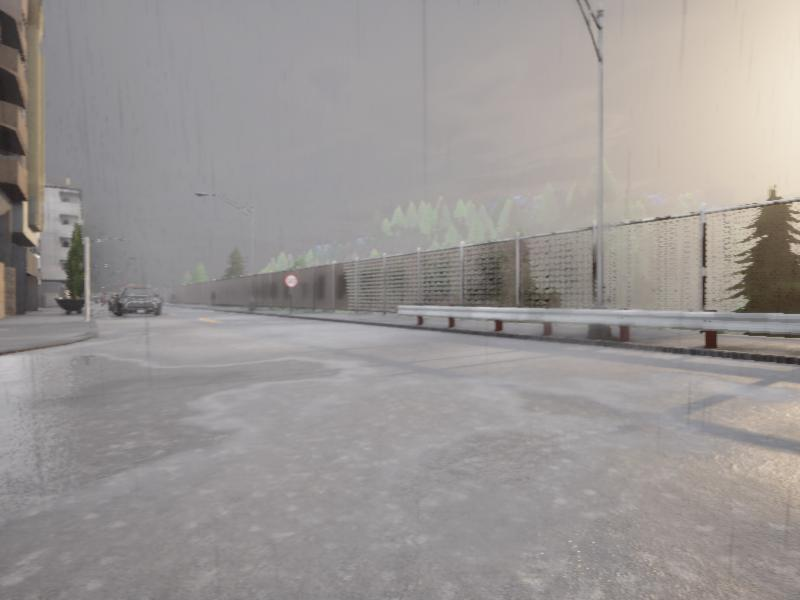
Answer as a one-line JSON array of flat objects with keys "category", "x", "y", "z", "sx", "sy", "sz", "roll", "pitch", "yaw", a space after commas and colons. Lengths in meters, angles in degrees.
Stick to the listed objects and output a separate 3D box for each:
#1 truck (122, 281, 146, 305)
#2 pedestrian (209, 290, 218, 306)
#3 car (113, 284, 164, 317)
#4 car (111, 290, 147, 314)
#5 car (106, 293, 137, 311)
[{"category": "truck", "x": -46.265, "y": -1.136, "z": 69.453, "sx": 2.891, "sy": 3.827, "sz": 8.468, "roll": 0, "pitch": 0, "yaw": -38}, {"category": "pedestrian", "x": -21.433, "y": -0.215, "z": 45.934, "sx": 0.751, "sy": 1.860, "sz": 0.751, "roll": 0, "pitch": 0, "yaw": -40}, {"category": "car", "x": -15.309, "y": 0.021, "z": 23.321, "sx": 2.097, "sy": 1.767, "sz": 4.553, "roll": 0, "pitch": 0, "yaw": -38}, {"category": "car", "x": -19.690, "y": 0.111, "z": 28.930, "sx": 1.801, "sy": 1.575, "sz": 5.366, "roll": 0, "pitch": 0, "yaw": -38}, {"category": "car", "x": -23.940, "y": 0.147, "z": 34.375, "sx": 1.970, "sy": 1.475, "sz": 3.806, "roll": 0, "pitch": 0, "yaw": -38}]
